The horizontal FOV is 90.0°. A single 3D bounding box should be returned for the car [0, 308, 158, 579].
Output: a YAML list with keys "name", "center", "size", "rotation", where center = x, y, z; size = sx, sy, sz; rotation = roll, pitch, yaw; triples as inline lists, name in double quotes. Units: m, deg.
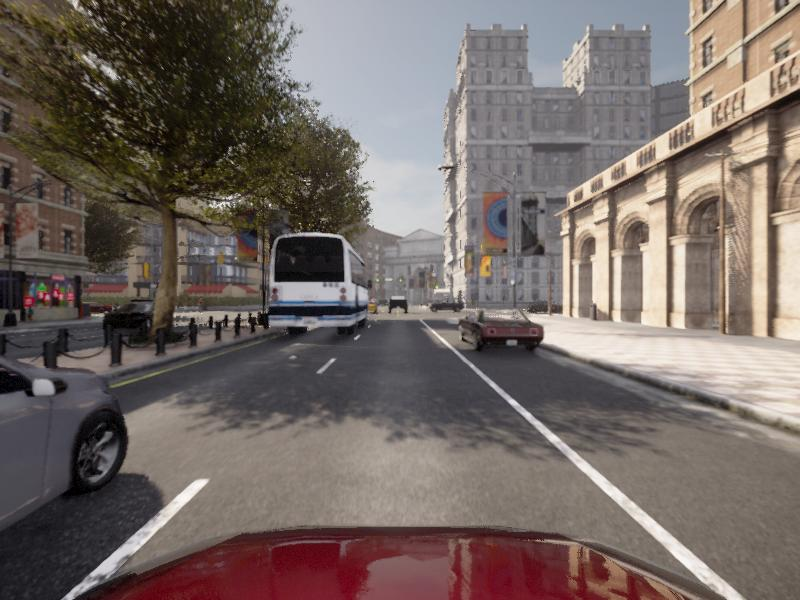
- name: "car"
  center: [-3.171, 0.825, 2.070]
  size: [1.845, 1.501, 3.633]
  rotation: [0, 0, -4]

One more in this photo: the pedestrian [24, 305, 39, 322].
- name: "pedestrian"
  center: [-23.561, 0.858, 25.592]
  size: [0.500, 1.100, 0.500]
  rotation: [0, 0, 3]

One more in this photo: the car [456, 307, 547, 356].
- name: "car"
  center: [3.209, 0.935, 13.732]
  size: [1.895, 1.301, 4.718]
  rotation: [0, 0, 0]

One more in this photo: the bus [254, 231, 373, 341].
- name: "bus"
  center: [-3.699, -0.541, 20.626]
  size: [3.944, 4.253, 10.273]
  rotation: [0, 0, 0]

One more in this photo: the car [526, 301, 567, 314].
- name: "car"
  center: [17.241, 0.841, 47.341]
  size: [4.193, 1.474, 1.816]
  rotation: [0, 0, 0]

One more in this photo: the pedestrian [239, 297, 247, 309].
- name: "pedestrian"
  center: [-24.448, 0.467, 62.343]
  size: [0.751, 1.860, 0.751]
  rotation: [0, 0, 28]

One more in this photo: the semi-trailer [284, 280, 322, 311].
- name: "semi-trailer"
  center: [-15.293, -0.634, 64.530]
  size: [2.717, 4.402, 14.254]
  rotation: [0, 0, 0]

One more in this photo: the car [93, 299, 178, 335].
- name: "car"
  center: [-13.719, 0.765, 21.186]
  size: [1.930, 1.638, 5.238]
  rotation: [0, 0, -11]

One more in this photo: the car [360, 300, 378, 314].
- name: "car"
  center: [-3.725, 0.786, 48.807]
  size: [1.801, 1.575, 5.366]
  rotation: [0, 0, 0]

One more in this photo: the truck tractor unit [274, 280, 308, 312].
- name: "truck tractor unit"
  center: [-15.261, -0.535, 56.617]
  size: [3.053, 4.208, 6.516]
  rotation: [0, 0, 0]

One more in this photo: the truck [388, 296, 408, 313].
- name: "truck"
  center: [-0.237, 0.528, 51.077]
  size: [2.390, 2.098, 6.274]
  rotation: [0, 0, 0]

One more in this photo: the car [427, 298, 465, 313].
- name: "car"
  center: [5.828, 0.639, 50.699]
  size: [4.605, 1.855, 1.932]
  rotation: [0, 0, -1]
